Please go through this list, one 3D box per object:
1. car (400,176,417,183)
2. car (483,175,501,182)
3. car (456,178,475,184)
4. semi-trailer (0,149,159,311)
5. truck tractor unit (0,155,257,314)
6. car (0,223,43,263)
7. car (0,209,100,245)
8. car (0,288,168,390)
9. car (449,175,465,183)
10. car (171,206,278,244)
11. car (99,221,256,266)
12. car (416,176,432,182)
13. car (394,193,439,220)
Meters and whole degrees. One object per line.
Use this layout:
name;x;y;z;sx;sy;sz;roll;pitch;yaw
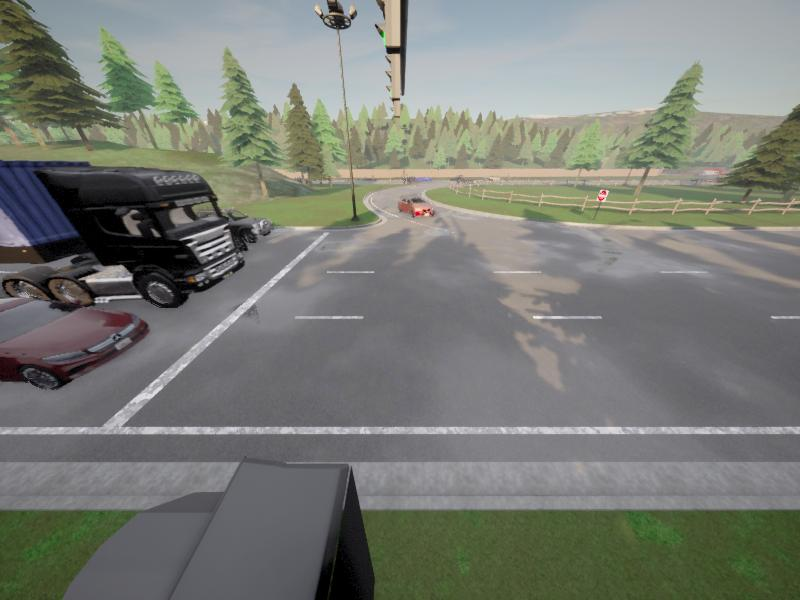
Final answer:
car;2.211;-33.326;63.850;4.605;1.855;1.932;0;30;0
car;27.814;-36.872;69.993;4.605;1.855;1.932;0;30;0
car;17.245;-31.385;60.992;4.181;1.385;1.994;0;30;0
semi-trailer;-17.304;-2.248;7.484;14.254;4.402;2.717;0;30;0
truck tractor unit;-9.391;-2.166;7.533;6.516;4.208;3.053;0;30;0
car;-21.816;-2.748;11.230;4.974;1.542;2.038;0;30;0
car;-22.599;-4.541;14.236;4.856;1.649;2.033;1;30;-1
car;-8.710;0.789;5.195;4.674;1.442;1.812;0;30;0
car;16.427;-35.099;66.929;3.866;1.878;1.905;0;30;0
car;-10.488;-4.649;14.181;4.605;1.855;1.932;0;30;0
car;-10.385;-2.797;11.209;5.238;1.638;1.930;0;30;0
car;7.147;-36.651;70.033;4.514;1.525;2.007;0;30;0
car;1.423;-8.961;21.855;2.242;1.667;4.611;-13;33;-21
